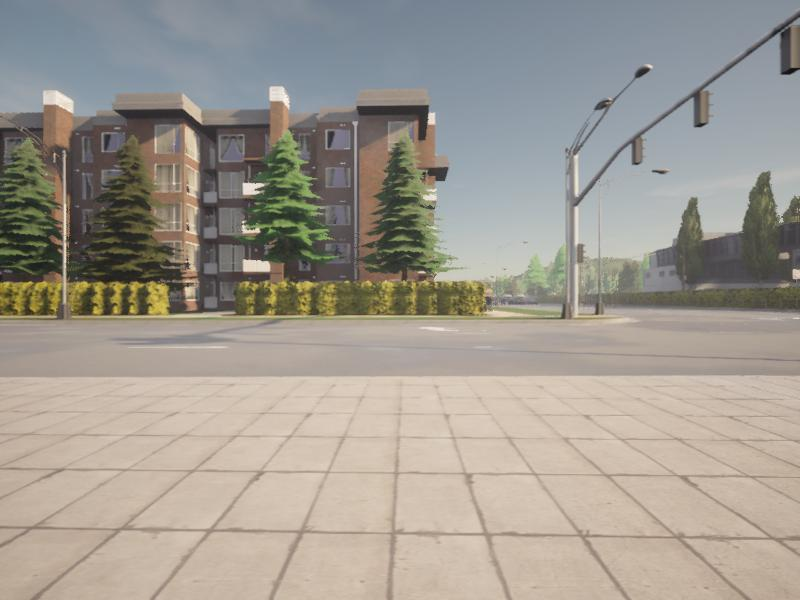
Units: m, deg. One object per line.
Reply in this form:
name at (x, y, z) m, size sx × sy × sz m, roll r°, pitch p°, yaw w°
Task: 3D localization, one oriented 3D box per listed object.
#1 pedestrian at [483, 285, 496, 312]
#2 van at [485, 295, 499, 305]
pedestrian at (6.271, -0.124, 27.988) m, size 0.751 × 1.860 × 0.751 m, roll 0°, pitch 0°, yaw 2°
van at (19.703, -0.058, 85.994) m, size 2.069 × 2.038 × 4.480 m, roll 0°, pitch 0°, yaw 2°
